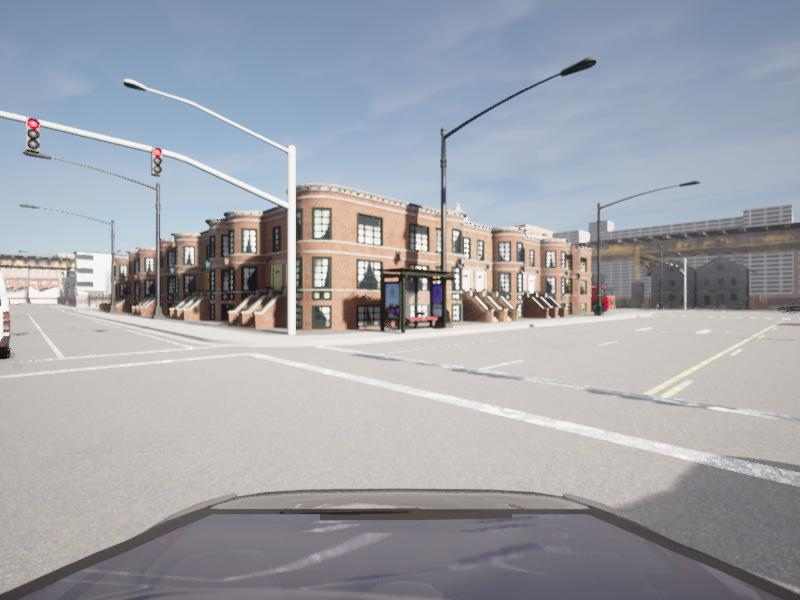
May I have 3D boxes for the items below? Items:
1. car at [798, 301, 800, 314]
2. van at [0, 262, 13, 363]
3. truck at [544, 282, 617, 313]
[{"bbox_3d":[50.145,0.868,46.894,1.837,1.490,4.892,0,0,-44],"label":"car"},{"bbox_3d":[-12.818,0.332,11.633,5.915,2.561,1.988,0,0,43],"label":"van"},{"bbox_3d":[24.140,-0.288,53.949,2.891,3.827,8.468,0,0,-44],"label":"truck"}]
